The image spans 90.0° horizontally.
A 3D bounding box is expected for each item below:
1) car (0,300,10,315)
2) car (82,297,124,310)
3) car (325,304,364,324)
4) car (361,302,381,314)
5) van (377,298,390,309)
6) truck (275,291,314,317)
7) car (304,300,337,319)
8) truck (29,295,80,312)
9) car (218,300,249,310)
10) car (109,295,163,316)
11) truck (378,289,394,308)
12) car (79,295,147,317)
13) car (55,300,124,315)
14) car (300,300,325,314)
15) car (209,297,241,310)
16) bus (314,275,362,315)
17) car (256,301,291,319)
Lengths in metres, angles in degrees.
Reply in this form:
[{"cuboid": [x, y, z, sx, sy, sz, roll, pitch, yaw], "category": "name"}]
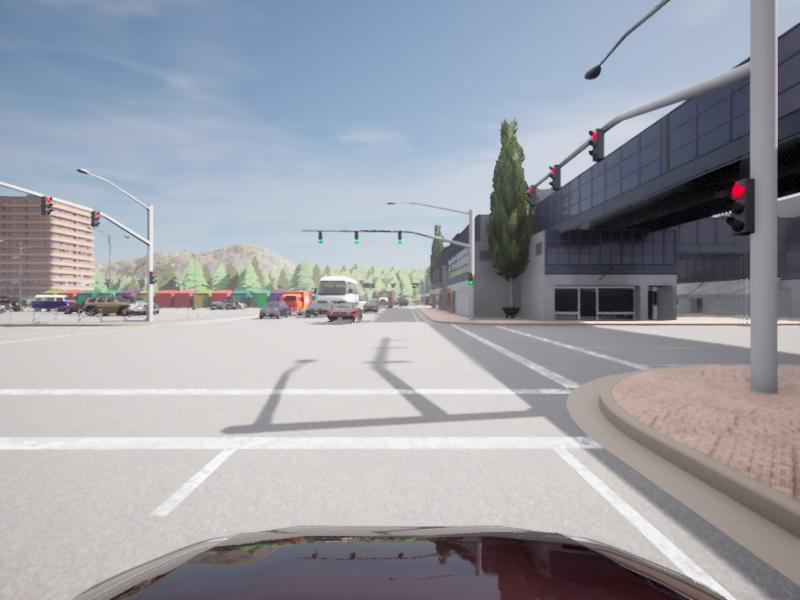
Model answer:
[{"cuboid": [-42.581, 0.751, 40.717, 3.806, 1.475, 1.970, 0, 0, 0], "category": "car"}, {"cuboid": [-42.741, 0.514, 57.614, 4.605, 1.855, 1.932, 0, 0, 0], "category": "car"}, {"cuboid": [-3.943, 0.953, 29.292, 1.895, 1.301, 4.718, 0, 0, 3], "category": "car"}, {"cuboid": [-3.553, 0.911, 49.807, 2.033, 1.411, 5.357, 0, 0, 1], "category": "car"}, {"cuboid": [-3.018, 0.598, 74.105, 2.069, 2.038, 4.480, 0, 0, 1], "category": "van"}, {"cuboid": [-10.735, 0.370, 41.272, 2.627, 2.467, 5.204, 0, 0, 1], "category": "truck"}, {"cuboid": [-7.303, 0.793, 37.360, 2.152, 1.651, 5.027, 0, 0, 0], "category": "car"}, {"cuboid": [-42.650, 0.417, 49.397, 4.478, 2.038, 2.069, 0, 0, 0], "category": "truck"}, {"cuboid": [-25.222, 0.758, 60.602, 3.806, 1.475, 1.970, 0, 0, 0], "category": "car"}, {"cuboid": [-25.103, 0.511, 38.084, 3.866, 1.878, 1.905, 0, 0, 0], "category": "car"}, {"cuboid": [-2.822, -0.298, 83.754, 2.891, 3.827, 8.468, 0, 0, 1], "category": "truck"}, {"cuboid": [-25.146, 0.508, 35.189, 4.605, 1.855, 1.932, 0, 0, 0], "category": "car"}, {"cuboid": [-31.555, 0.745, 40.773, 5.357, 1.415, 2.033, 0, 0, 0], "category": "car"}, {"cuboid": [-10.584, 0.817, 48.717, 1.801, 1.575, 5.366, 0, 0, 1], "category": "car"}, {"cuboid": [-25.221, 0.518, 57.707, 3.866, 1.878, 1.905, 0, 0, 0], "category": "car"}, {"cuboid": [-6.993, -0.519, 47.207, 3.944, 4.253, 10.273, 0, 0, 1], "category": "bus"}, {"cuboid": [-10.811, 0.838, 34.476, 1.845, 1.501, 3.633, 0, 0, 0], "category": "car"}]
